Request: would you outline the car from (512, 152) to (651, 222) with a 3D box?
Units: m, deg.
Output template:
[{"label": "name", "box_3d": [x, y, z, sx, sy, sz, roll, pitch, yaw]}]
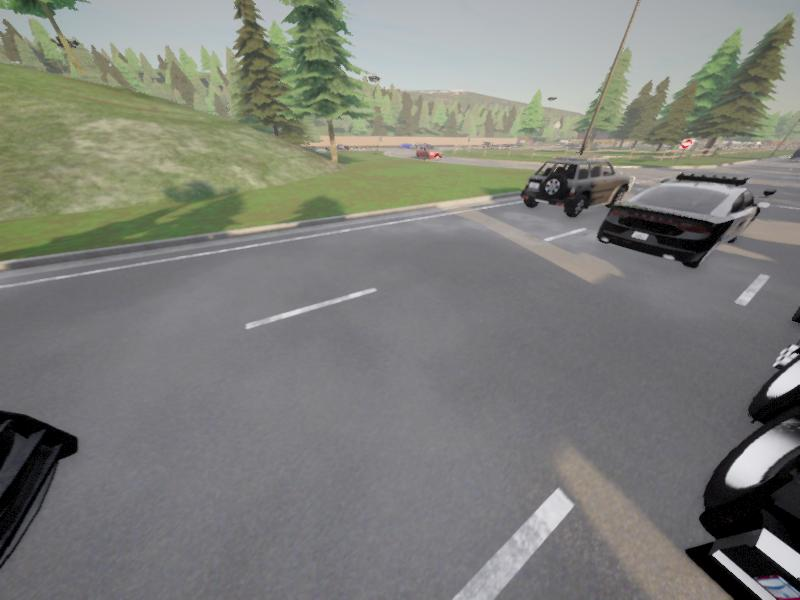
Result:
[{"label": "car", "box_3d": [6.955, -4.530, 8.936, 4.605, 1.855, 1.932, -18, 39, -24]}]

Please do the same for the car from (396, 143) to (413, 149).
[{"label": "car", "box_3d": [1.369, -44.935, 67.431, 4.514, 1.525, 2.007, -18, 39, -24]}]

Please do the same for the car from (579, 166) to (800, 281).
[{"label": "car", "box_3d": [7.372, -2.264, 5.885, 5.238, 1.638, 1.930, -18, 39, -24]}]

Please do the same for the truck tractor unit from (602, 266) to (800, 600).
[{"label": "truck tractor unit", "box_3d": [5.112, -0.300, 0.776, 6.516, 4.208, 3.053, -18, 39, -24]}]

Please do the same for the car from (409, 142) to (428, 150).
[{"label": "car", "box_3d": [4.935, -41.660, 62.372, 4.605, 1.855, 1.932, -18, 39, -24]}]

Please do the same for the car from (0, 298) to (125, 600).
[{"label": "car", "box_3d": [-4.548, 1.657, 0.248, 4.974, 1.542, 2.038, -18, 39, -24]}]

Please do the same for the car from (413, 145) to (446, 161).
[{"label": "car", "box_3d": [3.983, -20.477, 32.051, 2.242, 1.667, 4.611, -16, 38, -21]}]
